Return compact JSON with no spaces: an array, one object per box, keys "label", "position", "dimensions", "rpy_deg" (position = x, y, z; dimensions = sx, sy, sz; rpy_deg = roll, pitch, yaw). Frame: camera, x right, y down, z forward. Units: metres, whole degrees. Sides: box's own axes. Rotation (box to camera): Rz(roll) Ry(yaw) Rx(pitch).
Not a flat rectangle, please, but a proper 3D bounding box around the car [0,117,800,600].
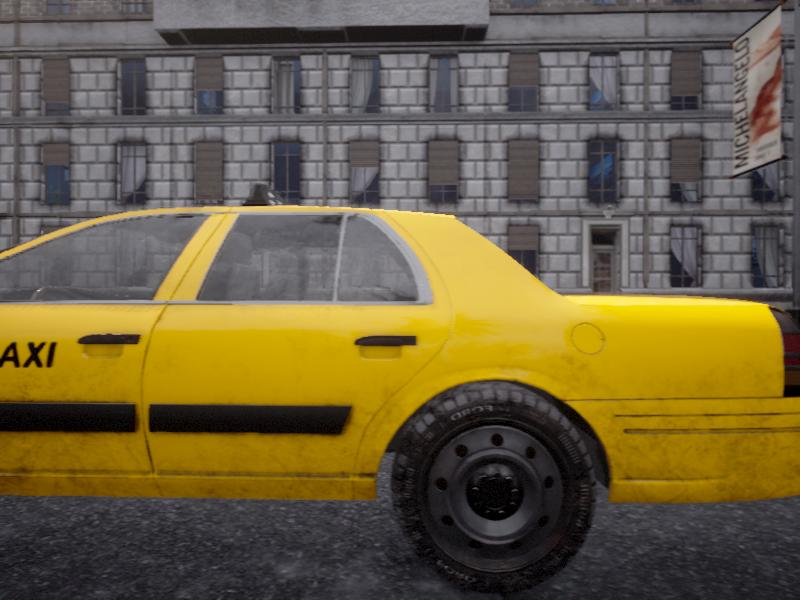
[{"label":"car","position":[-0.992,0.198,2.230],"dimensions":[5.366,1.575,1.801],"rpy_deg":[0,0,1]}]
